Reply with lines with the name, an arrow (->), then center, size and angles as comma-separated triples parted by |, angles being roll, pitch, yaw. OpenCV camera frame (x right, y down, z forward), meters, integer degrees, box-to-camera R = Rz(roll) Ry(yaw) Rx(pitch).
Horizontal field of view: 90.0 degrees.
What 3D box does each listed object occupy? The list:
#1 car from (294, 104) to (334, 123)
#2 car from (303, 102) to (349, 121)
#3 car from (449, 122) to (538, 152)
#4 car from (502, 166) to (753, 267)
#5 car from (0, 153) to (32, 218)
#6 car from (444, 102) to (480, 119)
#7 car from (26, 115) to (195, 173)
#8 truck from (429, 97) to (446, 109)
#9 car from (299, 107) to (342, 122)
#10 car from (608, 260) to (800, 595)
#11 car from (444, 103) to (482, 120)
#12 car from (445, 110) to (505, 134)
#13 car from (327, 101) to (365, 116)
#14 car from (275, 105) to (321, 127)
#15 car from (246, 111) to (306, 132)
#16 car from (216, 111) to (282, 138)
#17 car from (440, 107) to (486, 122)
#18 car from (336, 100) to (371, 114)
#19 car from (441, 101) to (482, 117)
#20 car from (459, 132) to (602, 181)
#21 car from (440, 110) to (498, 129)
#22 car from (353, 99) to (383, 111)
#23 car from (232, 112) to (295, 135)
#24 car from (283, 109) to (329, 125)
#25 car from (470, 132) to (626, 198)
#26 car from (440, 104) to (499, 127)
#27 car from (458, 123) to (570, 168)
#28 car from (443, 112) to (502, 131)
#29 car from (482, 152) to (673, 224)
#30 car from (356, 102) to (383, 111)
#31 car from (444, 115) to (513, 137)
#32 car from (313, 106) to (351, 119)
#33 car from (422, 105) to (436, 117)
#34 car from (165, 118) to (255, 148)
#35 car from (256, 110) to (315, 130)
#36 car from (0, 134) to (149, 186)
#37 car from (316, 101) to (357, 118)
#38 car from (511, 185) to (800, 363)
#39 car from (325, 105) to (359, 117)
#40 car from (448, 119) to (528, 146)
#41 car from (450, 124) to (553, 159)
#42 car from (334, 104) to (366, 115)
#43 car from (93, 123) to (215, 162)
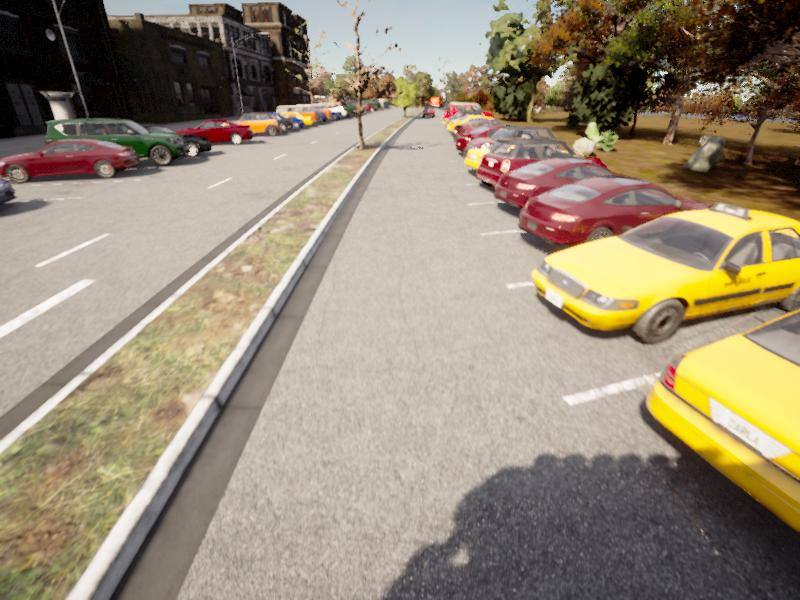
car -> -10.275, -22.397, 47.959 | 4.442, 1.987, 1.878 | -7, 28, -13
car -> -9.836, -25.134, 53.232 | 5.566, 2.045, 2.435 | -7, 28, -13
car -> 5.703, -10.149, 24.778 | 4.792, 1.488, 2.163 | -7, 29, -15
car -> 4.962, -2.026, 9.012 | 4.674, 1.452, 2.002 | -8, 28, -17
car -> -13.286, -2.886, 10.556 | 4.674, 1.452, 2.002 | -9, 28, -16
car -> 8.680, -26.608, 56.226 | 4.442, 1.987, 1.878 | -6, 28, -13
car -> -12.911, -7.289, 18.490 | 5.566, 2.045, 2.435 | -9, 28, -15
truck -> 9.090, -47.681, 96.882 | 2.627, 2.467, 5.204 | 10, 27, 19
car -> -10.099, -23.548, 50.697 | 5.008, 1.535, 2.097 | -7, 28, -13
car -> 5.025, 0.620, 3.782 | 5.366, 1.575, 1.946 | -8, 28, -17
car -> 8.398, -25.252, 53.589 | 4.442, 1.987, 1.878 | -6, 28, -13
car -> 6.563, -15.698, 35.228 | 4.553, 1.767, 2.185 | -6, 28, -14
car -> -8.632, -30.614, 63.896 | 5.566, 2.045, 2.435 | -7, 28, -13
car -> -10.841, -19.656, 42.624 | 4.442, 1.987, 1.878 | -8, 28, -13
car -> -11.501, -16.696, 37.360 | 5.008, 1.535, 2.097 | -8, 28, -13
car -> -11.962, -14.058, 31.946 | 4.553, 1.767, 2.185 | -8, 28, -14
car -> 8.043, -23.693, 51.042 | 5.366, 1.575, 1.946 | -6, 28, -13
car -> -8.052, -33.350, 69.220 | 5.566, 2.045, 2.435 | -7, 28, -13
car -> 9.386, -29.357, 61.523 | 5.566, 2.045, 2.435 | -6, 28, -13
car -> 5.446, -6.150, 16.940 | 5.366, 1.575, 1.946 | -7, 28, -16
car -> 6.929, -18.275, 40.503 | 5.366, 1.575, 1.946 | -6, 28, -13
car -> -6.607, -40.203, 82.531 | 5.566, 2.045, 2.435 | -7, 28, -12
car -> -11.733, -15.320, 34.683 | 4.892, 1.521, 2.231 | -8, 28, -13
car -> -10.697, -20.778, 45.371 | 4.792, 1.488, 2.163 | -8, 28, -13
car -> 5.122, -4.878, 14.193 | 4.553, 1.767, 2.185 | -7, 28, -16
car -> 7.409, -19.875, 43.078 | 5.566, 2.045, 2.435 | -6, 28, -13
car -> 5.439, -7.589, 19.466 | 4.553, 1.767, 2.185 | -7, 29, -15
car -> 6.837, -16.941, 37.923 | 4.892, 1.521, 2.231 | -6, 28, -14
car -> 5.044, -3.380, 11.644 | 4.674, 1.452, 2.002 | -8, 28, -16
car -> -6.457, -41.353, 85.284 | 5.366, 1.575, 1.946 | -7, 28, -12
car -> 6.344, -14.237, 32.664 | 5.008, 1.535, 2.097 | -6, 28, -14
car -> -9.523, -26.283, 56.018 | 5.008, 1.535, 2.097 | -7, 28, -13
car -> 4.397, -28.641, 60.586 | 1.851, 1.617, 3.988 | 3, 27, 5
car -> -12.413, -11.191, 26.639 | 5.008, 1.535, 2.097 | -8, 28, -14
car -> -11.404, -18.043, 39.981 | 5.366, 1.575, 1.946 | -8, 28, -13
car -> -13.064, -5.643, 15.922 | 4.674, 1.452, 2.002 | -9, 29, -16
car -> -9.260, -27.867, 58.552 | 5.566, 2.045, 2.435 | -7, 28, -13
car -> 4.726, -0.682, 6.301 | 5.366, 1.575, 1.946 | -8, 29, -17
car -> -8.915, -28.996, 61.361 | 4.792, 1.488, 2.163 | -7, 28, -13
car -> 5.953, -11.513, 27.432 | 4.792, 1.488, 2.163 | -7, 28, -15
car -> 5.553, -8.830, 22.149 | 5.008, 1.535, 2.097 | -7, 28, -15
car -> -8.338, -31.731, 66.683 | 4.792, 1.488, 2.163 | -7, 28, -12
car -> -12.786, -8.438, 21.279 | 5.008, 1.535, 2.097 | -9, 28, -15
